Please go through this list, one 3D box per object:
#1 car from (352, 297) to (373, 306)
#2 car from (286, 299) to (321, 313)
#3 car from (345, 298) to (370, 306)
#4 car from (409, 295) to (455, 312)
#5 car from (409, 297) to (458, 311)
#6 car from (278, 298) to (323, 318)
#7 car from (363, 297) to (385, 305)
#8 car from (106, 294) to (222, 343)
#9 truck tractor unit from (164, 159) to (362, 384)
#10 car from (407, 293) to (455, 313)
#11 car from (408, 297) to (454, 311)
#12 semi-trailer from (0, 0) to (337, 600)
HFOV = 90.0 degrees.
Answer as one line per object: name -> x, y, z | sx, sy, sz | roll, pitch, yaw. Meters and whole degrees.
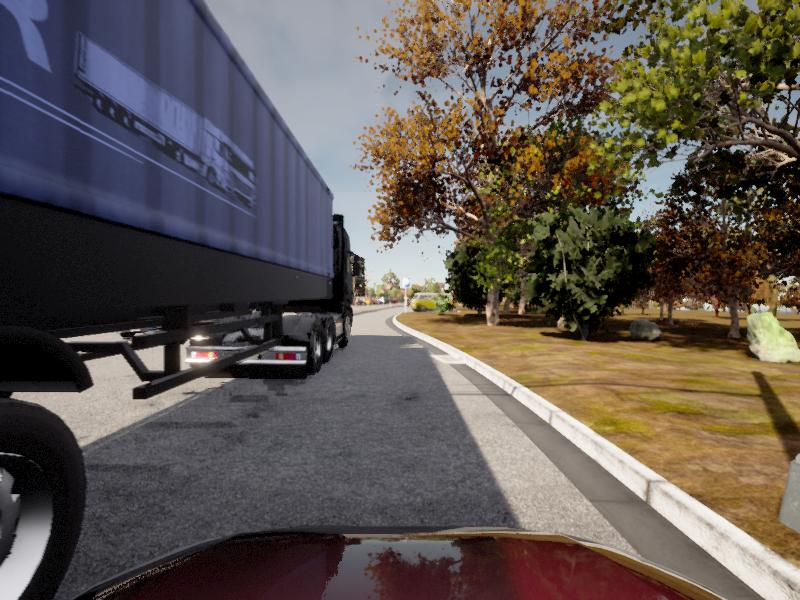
car -> -8.619, 0.246, 92.018 | 4.442, 1.987, 1.878 | -1, 0, -11
car -> -10.174, 0.615, 42.588 | 2.033, 1.411, 5.357 | 0, 0, 4
car -> -9.408, 0.481, 88.981 | 5.366, 1.575, 1.946 | -1, 0, -11
car -> 3.479, 0.388, 44.138 | 4.553, 1.767, 2.185 | 1, 0, -15
car -> 3.943, 0.506, 47.143 | 5.366, 1.575, 1.946 | 1, 0, -15
car -> -7.868, 0.584, 32.234 | 2.163, 1.488, 4.792 | 0, 0, 4
car -> -6.728, 0.197, 103.849 | 5.566, 2.045, 2.435 | -1, 0, -10
car -> -8.564, 0.563, 15.035 | 1.816, 1.474, 4.193 | 1, 2, 1
truck tractor unit -> -2.910, -0.600, 10.840 | 3.053, 4.208, 6.516 | 1, 1, 1
car -> 3.167, 0.293, 41.159 | 4.442, 1.987, 1.878 | 1, 0, -15
car -> 3.856, 0.496, 49.993 | 5.366, 1.575, 1.946 | 1, 0, -14
semi-trailer -> -2.939, -0.631, 2.936 | 2.717, 4.402, 14.254 | 0, 0, 0
